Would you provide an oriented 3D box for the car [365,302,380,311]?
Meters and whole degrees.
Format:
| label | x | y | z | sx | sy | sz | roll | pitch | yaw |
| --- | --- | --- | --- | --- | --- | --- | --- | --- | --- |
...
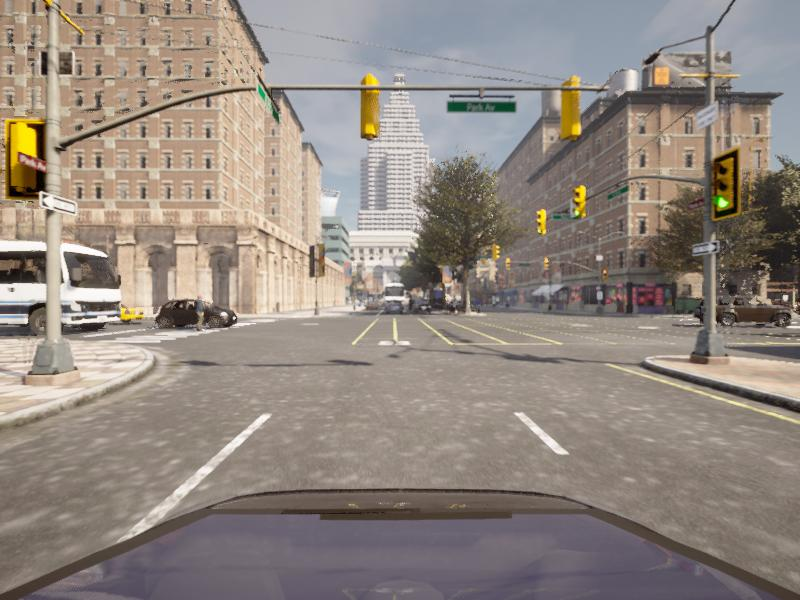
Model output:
| label | x | y | z | sx | sy | sz | roll | pitch | yaw |
| --- | --- | --- | --- | --- | --- | --- | --- | --- | --- |
| car | -4.069 | 0.909 | 59.442 | 1.895 | 1.301 | 4.718 | 0 | 0 | -1 |

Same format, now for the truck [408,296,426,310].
| label | x | y | z | sx | sy | sz | roll | pitch | yaw |
| --- | --- | --- | --- | --- | --- | --- | --- | --- | --- |
| truck | 2.628 | 0.510 | 63.409 | 2.390 | 2.098 | 6.274 | 0 | 0 | -1 |

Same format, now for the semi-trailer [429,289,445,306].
| label | x | y | z | sx | sy | sz | roll | pitch | yaw |
| --- | --- | --- | --- | --- | --- | --- | --- | --- | --- |
| semi-trailer | 10.000 | -0.676 | 109.860 | 2.717 | 4.402 | 14.254 | 0 | 0 | -1 |

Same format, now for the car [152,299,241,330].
| label | x | y | z | sx | sy | sz | roll | pitch | yaw |
| --- | --- | --- | --- | --- | --- | --- | --- | --- | --- |
| car | -11.274 | 0.778 | 22.359 | 3.988 | 1.617 | 1.851 | 0 | 0 | -1 |

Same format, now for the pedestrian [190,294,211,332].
| label | x | y | z | sx | sy | sz | roll | pitch | yaw |
| --- | --- | --- | --- | --- | --- | --- | --- | --- | --- |
| pedestrian | -9.843 | 0.628 | 19.712 | 0.751 | 1.860 | 0.751 | 0 | 0 | -44 |

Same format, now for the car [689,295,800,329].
| label | x | y | z | sx | sy | sz | roll | pitch | yaw |
| --- | --- | --- | --- | --- | --- | --- | --- | --- | --- |
| car | 20.016 | 0.636 | 23.417 | 4.605 | 1.855 | 1.932 | 1 | 1 | 7 |

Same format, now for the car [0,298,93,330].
| label | x | y | z | sx | sy | sz | roll | pitch | yaw |
| --- | --- | --- | --- | --- | --- | --- | --- | --- | --- |
| car | -20.222 | 0.747 | 22.194 | 4.611 | 1.667 | 2.242 | 0 | 0 | -1 |

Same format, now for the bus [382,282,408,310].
| label | x | y | z | sx | sy | sz | roll | pitch | yaw |
| --- | --- | --- | --- | --- | --- | --- | --- | --- | --- |
| bus | -0.778 | -0.567 | 66.046 | 3.944 | 4.253 | 10.273 | 0 | 0 | -1 |

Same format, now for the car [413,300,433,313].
| label | x | y | z | sx | sy | sz | roll | pitch | yaw |
| --- | --- | --- | --- | --- | --- | --- | --- | --- | --- |
| car | 2.814 | 0.811 | 49.754 | 2.128 | 1.511 | 4.902 | 0 | 0 | -1 |

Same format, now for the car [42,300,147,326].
| label | x | y | z | sx | sy | sz | roll | pitch | yaw |
| --- | --- | --- | --- | --- | --- | --- | --- | --- | --- |
| car | -19.508 | 0.789 | 25.696 | 5.366 | 1.575 | 1.801 | 0 | 0 | -1 |

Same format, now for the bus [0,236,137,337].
| label | x | y | z | sx | sy | sz | roll | pitch | yaw |
| --- | --- | --- | --- | --- | --- | --- | --- | --- | --- |
| bus | -18.886 | -0.538 | 18.835 | 10.273 | 4.253 | 3.944 | -1 | 0 | -1 |

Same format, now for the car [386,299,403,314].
| label | x | y | z | sx | sy | sz | roll | pitch | yaw |
| --- | --- | --- | --- | --- | --- | --- | --- | --- | --- |
| car | -0.673 | 0.753 | 48.542 | 2.033 | 1.649 | 4.856 | 0 | 0 | -1 |
